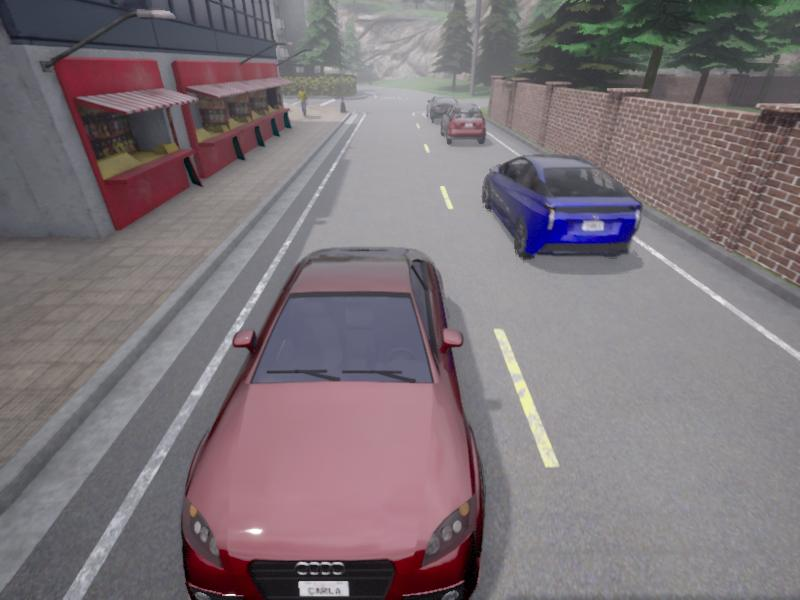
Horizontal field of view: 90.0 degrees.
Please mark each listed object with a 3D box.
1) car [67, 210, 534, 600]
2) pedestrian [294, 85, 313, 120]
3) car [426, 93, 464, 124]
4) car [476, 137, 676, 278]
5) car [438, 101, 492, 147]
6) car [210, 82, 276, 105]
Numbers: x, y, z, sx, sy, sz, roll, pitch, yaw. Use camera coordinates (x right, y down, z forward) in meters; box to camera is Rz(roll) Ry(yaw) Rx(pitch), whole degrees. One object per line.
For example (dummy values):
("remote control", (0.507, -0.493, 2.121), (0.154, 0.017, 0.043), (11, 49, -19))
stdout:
("car", (-0.431, 0.455, 3.862), (1.994, 1.385, 4.181), (0, 30, 0))
("pedestrian", (-5.809, -11.945, 24.170), (0.751, 1.860, 0.751), (0, 30, -1))
("car", (2.769, -12.344, 25.654), (1.812, 1.442, 4.674), (0, 30, -1))
("car", (3.014, -2.163, 8.177), (2.007, 1.525, 4.514), (0, 30, -1))
("car", (2.870, -8.211, 18.484), (1.789, 1.549, 3.705), (0, 30, -1))
("car", (-13.329, -17.727, 34.280), (4.611, 1.667, 2.242), (-1, 30, -2))
